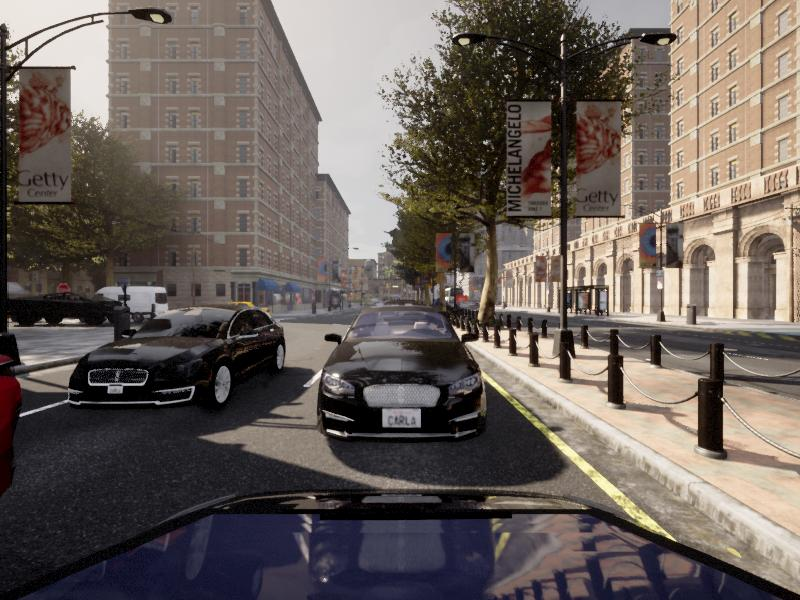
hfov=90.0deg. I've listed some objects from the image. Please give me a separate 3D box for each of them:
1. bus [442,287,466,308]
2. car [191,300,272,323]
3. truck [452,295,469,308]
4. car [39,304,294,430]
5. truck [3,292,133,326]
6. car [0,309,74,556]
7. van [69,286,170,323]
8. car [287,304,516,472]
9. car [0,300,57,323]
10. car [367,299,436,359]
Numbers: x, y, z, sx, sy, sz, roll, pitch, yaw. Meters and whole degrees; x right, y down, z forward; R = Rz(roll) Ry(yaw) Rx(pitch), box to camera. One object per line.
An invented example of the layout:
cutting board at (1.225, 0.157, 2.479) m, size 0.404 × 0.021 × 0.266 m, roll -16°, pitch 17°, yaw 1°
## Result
bus at (11.676, -0.538, 88.180) m, size 3.944 × 4.253 × 10.273 m, roll 0°, pitch 0°, yaw 0°
car at (-12.341, 0.801, 29.645) m, size 5.366 × 1.575 × 1.801 m, roll 0°, pitch 0°, yaw -19°
truck at (11.763, 0.355, 78.047) m, size 2.627 × 2.467 × 5.204 m, roll 0°, pitch 0°, yaw 0°
car at (-3.503, 0.845, 7.333) m, size 1.837 × 1.490 × 4.892 m, roll 0°, pitch 0°, yaw 0°
truck at (-20.892, 0.542, 25.433) m, size 6.274 × 2.098 × 2.390 m, roll 0°, pitch 0°, yaw -1°
car at (-3.495, 0.828, 0.791) m, size 2.007 × 1.525 × 4.514 m, roll 0°, pitch 0°, yaw 0°
van at (-20.213, 0.322, 29.025) m, size 5.915 × 2.561 × 1.988 m, roll 0°, pitch 0°, yaw -2°
car at (0.023, 0.836, 6.166) m, size 2.128 × 1.511 × 4.902 m, roll 0°, pitch 0°, yaw 0°
car at (-28.277, 0.801, 28.894) m, size 5.366 × 1.575 × 1.801 m, roll 0°, pitch 0°, yaw -1°
car at (0.043, 0.788, 12.806) m, size 1.851 × 1.617 × 3.988 m, roll 0°, pitch 0°, yaw 0°
